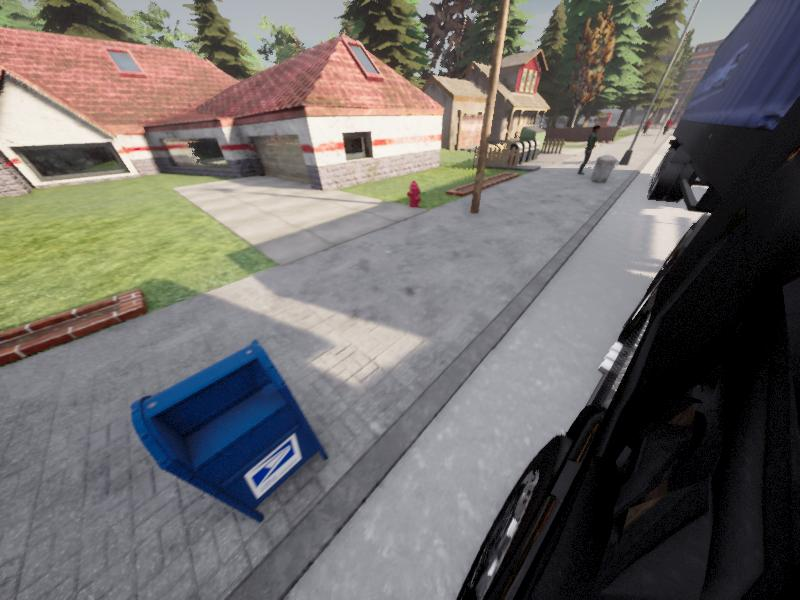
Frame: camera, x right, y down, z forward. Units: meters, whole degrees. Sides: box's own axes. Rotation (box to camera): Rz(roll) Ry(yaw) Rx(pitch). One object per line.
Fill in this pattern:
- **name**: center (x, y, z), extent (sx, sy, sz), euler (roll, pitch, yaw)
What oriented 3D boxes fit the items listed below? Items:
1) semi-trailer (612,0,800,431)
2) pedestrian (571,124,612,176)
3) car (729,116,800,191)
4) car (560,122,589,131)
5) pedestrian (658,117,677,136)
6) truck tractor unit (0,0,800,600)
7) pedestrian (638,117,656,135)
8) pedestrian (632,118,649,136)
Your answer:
- **semi-trailer**: center (8.049, -3.984, 4.772), extent (2.717, 4.402, 14.254), euler (26, 45, 34)
- **pedestrian**: center (8.353, -6.586, 10.184), extent (0.751, 1.860, 0.751), euler (17, 41, 25)
- **car**: center (15.814, -5.867, 8.995), extent (4.605, 1.855, 1.932), euler (-22, 47, -22)
- **car**: center (41.416, -41.258, 54.965), extent (5.027, 1.651, 2.152), euler (29, 47, 35)
- **pedestrian**: center (32.426, -21.035, 28.015), extent (0.751, 1.860, 0.751), euler (-32, 45, -33)
- **truck tractor unit**: center (2.645, -0.295, 0.351), extent (6.516, 4.208, 3.053), euler (-28, 44, -30)
- **pedestrian**: center (33.073, -23.245, 30.935), extent (0.751, 1.860, 0.751), euler (-24, 42, -26)
- **pedestrian**: center (30.591, -21.951, 29.359), extent (0.751, 1.860, 0.751), euler (-31, 45, -32)
